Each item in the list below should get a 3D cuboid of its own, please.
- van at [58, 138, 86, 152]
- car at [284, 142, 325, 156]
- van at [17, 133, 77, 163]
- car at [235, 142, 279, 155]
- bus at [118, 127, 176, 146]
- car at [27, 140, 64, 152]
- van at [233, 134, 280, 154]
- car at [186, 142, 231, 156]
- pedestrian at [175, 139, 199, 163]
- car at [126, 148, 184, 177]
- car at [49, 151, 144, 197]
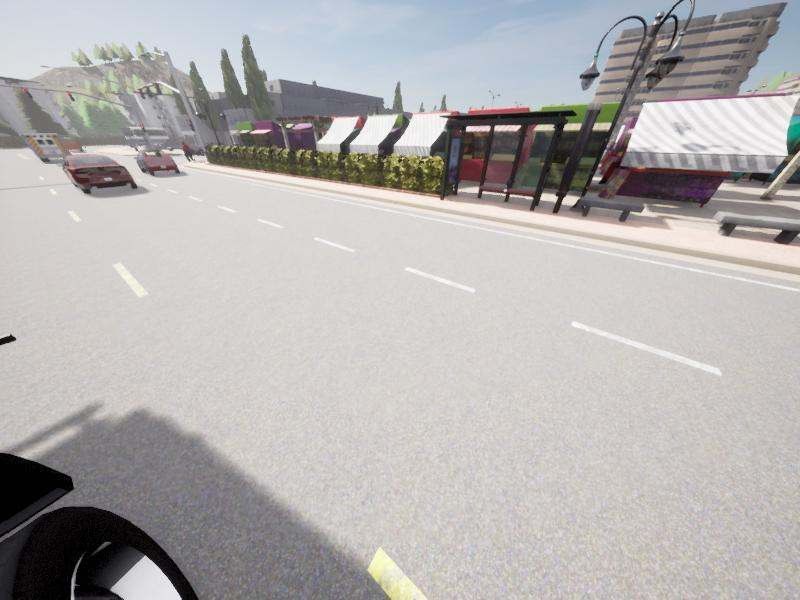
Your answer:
[{"bbox_3d":[-57.647,-27.367,40.641,1.775,1.987,4.442,-30,45,-35],"label":"van"},{"bbox_3d":[-14.289,-22.864,34.866,2.152,1.651,5.027,24,41,30],"label":"car"},{"bbox_3d":[-38.555,-16.681,25.221,6.366,2.431,2.351,22,41,28],"label":"van"},{"bbox_3d":[-22.057,-23.584,35.871,1.801,1.575,5.366,24,42,30],"label":"car"},{"bbox_3d":[-71.565,-46.614,65.894,3.944,4.253,10.273,5,35,7],"label":"bus"},{"bbox_3d":[-62.228,-27.188,40.672,2.152,1.651,5.027,-26,43,-32],"label":"car"},{"bbox_3d":[-23.698,-26.109,38.612,1.988,2.561,5.915,24,41,29],"label":"van"},{"bbox_3d":[-28.138,-22.294,34.045,2.007,1.525,4.514,24,41,30],"label":"car"},{"bbox_3d":[-20.213,-14.157,21.951,0.751,1.860,0.751,5,35,6],"label":"pedestrian"},{"bbox_3d":[-17.694,-10.006,16.669,3.633,1.501,1.845,25,42,31],"label":"car"},{"bbox_3d":[-15.540,-6.563,11.790,5.008,1.535,1.882,23,41,28],"label":"car"}]
